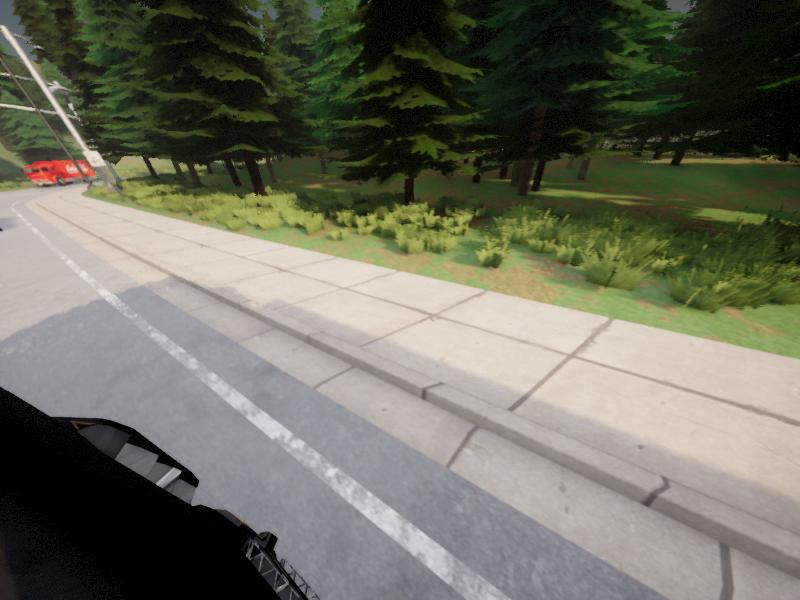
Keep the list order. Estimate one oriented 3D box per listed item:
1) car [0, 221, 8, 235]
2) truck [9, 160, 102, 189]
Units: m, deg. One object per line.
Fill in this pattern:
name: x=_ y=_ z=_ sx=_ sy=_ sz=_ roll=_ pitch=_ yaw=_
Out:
car: x=-17.988 y=-3.369 z=8.887 sx=4.611 sy=1.667 sz=2.242 roll=17 pitch=38 yaw=27
truck: x=-39.656 y=-14.773 z=26.962 sx=2.627 sy=2.467 sz=5.204 roll=-6 pitch=34 yaw=-5
